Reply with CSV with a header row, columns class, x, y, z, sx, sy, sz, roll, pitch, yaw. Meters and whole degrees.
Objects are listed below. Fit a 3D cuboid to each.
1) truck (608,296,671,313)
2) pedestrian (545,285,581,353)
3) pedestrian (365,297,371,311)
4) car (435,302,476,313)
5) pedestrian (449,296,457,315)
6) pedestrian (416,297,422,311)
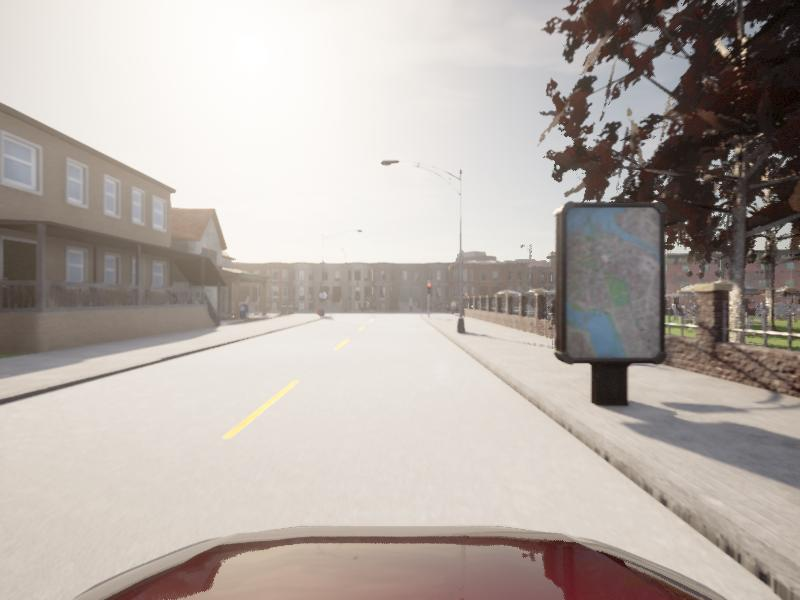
class,x,y,z,sx,sy,sz,roll,pitch,yaw
truck,29.490,0.523,49.397,6.274,2.098,2.390,0,0,0
pedestrian,4.637,0.529,11.437,0.751,1.860,0.751,0,0,2
pedestrian,-4.169,0.515,52.178,0.751,1.860,0.751,0,0,2
car,6.815,0.926,49.214,4.718,1.301,1.895,0,0,0
pedestrian,5.081,0.511,38.172,0.751,1.860,0.751,0,0,6
pedestrian,2.583,0.514,54.344,0.751,1.860,0.751,0,0,0
